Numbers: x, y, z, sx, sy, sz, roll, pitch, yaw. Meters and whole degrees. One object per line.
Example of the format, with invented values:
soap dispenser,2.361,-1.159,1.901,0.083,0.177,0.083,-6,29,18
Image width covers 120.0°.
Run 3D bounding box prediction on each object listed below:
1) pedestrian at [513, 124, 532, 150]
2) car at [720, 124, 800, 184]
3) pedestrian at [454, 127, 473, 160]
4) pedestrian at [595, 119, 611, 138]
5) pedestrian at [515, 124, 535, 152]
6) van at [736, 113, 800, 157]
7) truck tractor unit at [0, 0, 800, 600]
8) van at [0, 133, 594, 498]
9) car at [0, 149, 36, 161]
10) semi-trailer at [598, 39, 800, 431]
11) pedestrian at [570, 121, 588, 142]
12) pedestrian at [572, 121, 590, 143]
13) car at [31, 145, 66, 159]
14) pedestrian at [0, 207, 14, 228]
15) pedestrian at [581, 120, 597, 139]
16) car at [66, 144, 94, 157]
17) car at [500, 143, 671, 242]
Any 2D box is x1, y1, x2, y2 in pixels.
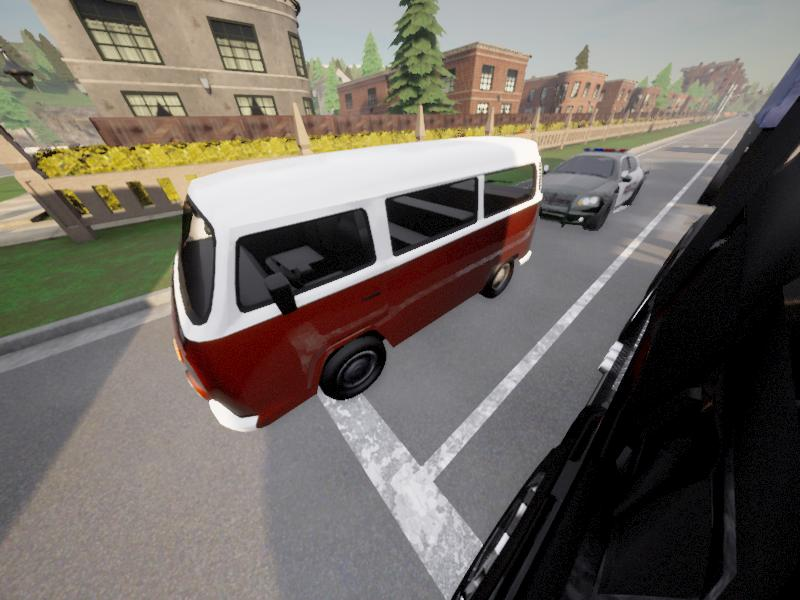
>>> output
pedestrian,10.808,-14.382,20.384,0.751,1.860,0.751,-28,44,-30
car,16.056,-6.355,9.822,5.027,1.651,2.152,-28,44,-30
pedestrian,4.407,-10.893,16.103,0.751,1.860,0.751,-28,43,-30
pedestrian,25.683,-21.715,29.300,0.751,1.860,0.751,-30,44,-31
pedestrian,10.095,-13.108,18.722,0.751,1.860,0.751,-28,44,-30
van,23.124,-10.266,14.314,4.442,1.987,1.775,-28,44,-30
truck tractor unit,2.645,-0.295,0.351,6.516,4.208,3.053,-28,44,-30
van,-0.050,-0.705,2.876,4.480,2.038,2.069,-28,44,-30
car,-66.182,-25.180,40.135,1.816,1.474,4.193,-27,43,-29
semi-trailer,8.700,-3.600,4.231,14.254,4.402,2.717,-28,44,-30
pedestrian,19.846,-18.734,25.663,0.751,1.860,0.751,-25,42,-27
pedestrian,19.362,-18.015,24.729,0.751,1.860,0.751,-27,43,-29
car,-63.730,-26.917,41.985,1.932,1.855,4.605,-27,43,-29
pedestrian,-12.718,-3.000,6.573,0.751,1.860,0.751,-25,42,-27
pedestrian,23.147,-20.879,28.335,0.751,1.860,0.751,-29,44,-31
car,-62.477,-29.343,45.162,1.905,1.878,3.866,-27,43,-29
car,5.280,-3.328,6.499,4.974,1.542,2.038,-28,43,-30
